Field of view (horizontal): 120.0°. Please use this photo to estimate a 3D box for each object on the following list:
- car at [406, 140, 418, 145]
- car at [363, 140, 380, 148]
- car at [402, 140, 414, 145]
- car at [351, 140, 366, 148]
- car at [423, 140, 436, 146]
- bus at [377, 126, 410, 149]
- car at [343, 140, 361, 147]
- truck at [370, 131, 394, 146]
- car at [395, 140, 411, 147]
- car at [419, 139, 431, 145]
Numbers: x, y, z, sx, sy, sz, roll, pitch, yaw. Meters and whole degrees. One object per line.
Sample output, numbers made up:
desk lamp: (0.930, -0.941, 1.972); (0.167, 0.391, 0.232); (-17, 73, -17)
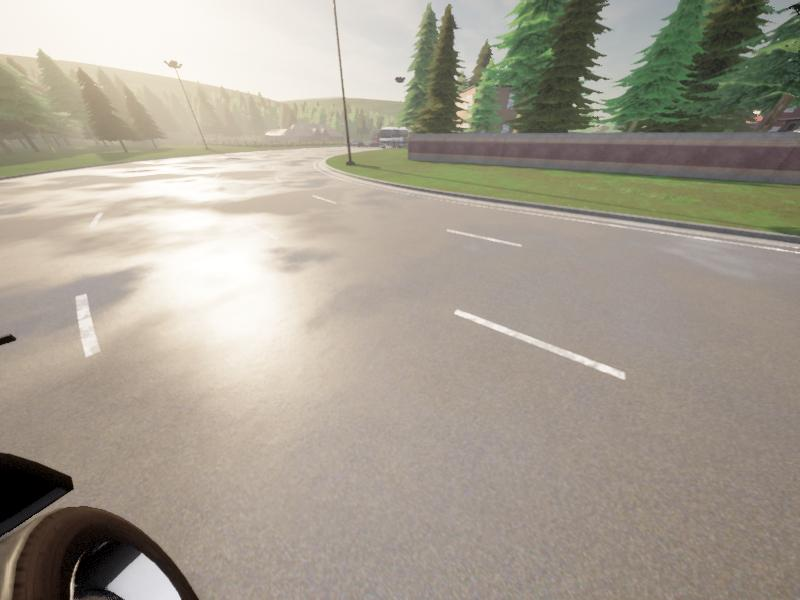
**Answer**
car: (4.143, -54.773, 80.386); (2.007, 1.525, 4.514); (22, 40, 27)
car: (-7.424, -41.052, 60.658); (2.033, 1.649, 4.856); (17, 39, 23)
car: (2.896, -57.291, 83.958); (2.128, 1.511, 4.902); (22, 40, 27)
car: (-11.040, -41.363, 61.211); (1.816, 1.474, 4.193); (15, 38, 20)
car: (9.899, -52.466, 77.140); (2.163, 1.488, 4.792); (22, 40, 27)
bus: (-1.307, -40.002, 56.951); (3.944, 4.253, 10.273); (15, 38, 20)
car: (-13.231, -43.276, 63.914); (2.163, 1.488, 4.792); (17, 39, 23)
truck: (-5.415, -51.320, 73.345); (2.891, 3.827, 8.468); (22, 40, 27)
car: (0.926, -44.991, 66.405); (1.801, 1.575, 5.366); (22, 40, 27)
car: (8.668, -55.070, 80.677); (2.033, 1.649, 4.856); (22, 40, 27)
